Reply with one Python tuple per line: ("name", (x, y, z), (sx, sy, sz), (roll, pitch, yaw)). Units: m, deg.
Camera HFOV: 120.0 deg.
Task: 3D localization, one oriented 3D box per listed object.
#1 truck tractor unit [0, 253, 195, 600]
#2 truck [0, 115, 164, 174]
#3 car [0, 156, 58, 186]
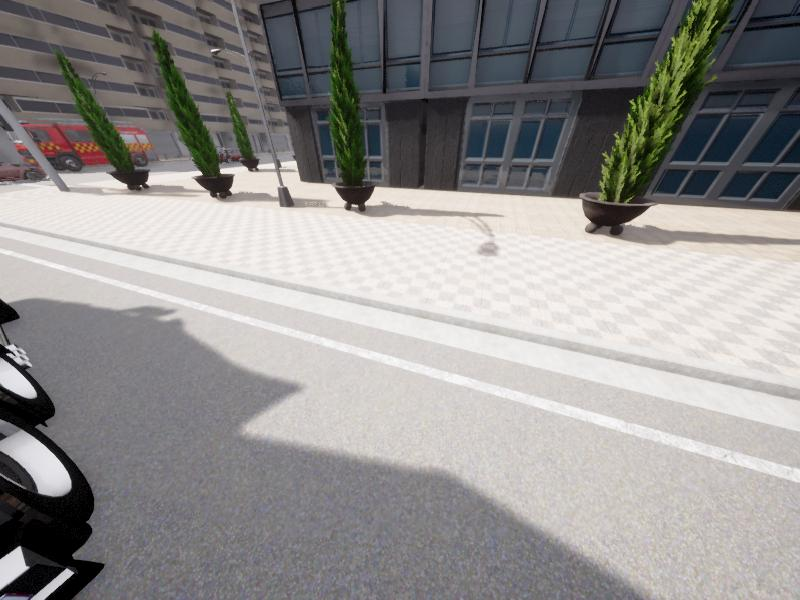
("truck tractor unit", (-5.092, -0.320, 0.809), (6.516, 4.208, 3.053), (19, 39, 25))
("truck", (-29.181, -14.658, 21.847), (2.891, 3.827, 8.468), (11, 36, 16))
("car", (-25.472, -7.983, 14.375), (1.994, 1.385, 4.181), (14, 38, 20))
